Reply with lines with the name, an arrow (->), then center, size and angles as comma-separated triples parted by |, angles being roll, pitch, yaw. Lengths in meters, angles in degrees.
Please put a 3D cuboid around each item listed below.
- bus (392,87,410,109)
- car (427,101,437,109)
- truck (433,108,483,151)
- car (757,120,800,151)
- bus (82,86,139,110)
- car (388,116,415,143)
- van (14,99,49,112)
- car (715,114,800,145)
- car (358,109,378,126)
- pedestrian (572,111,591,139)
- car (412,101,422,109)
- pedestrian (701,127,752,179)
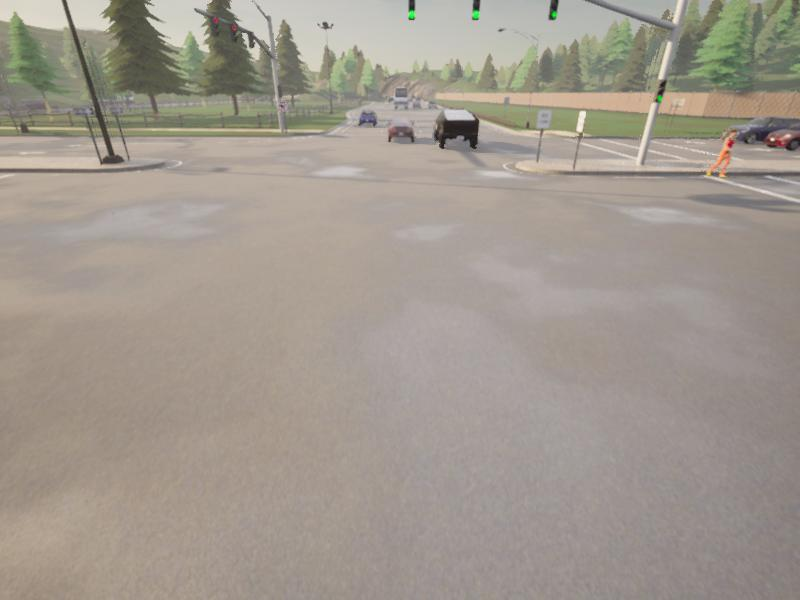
bus -> 0.172, -45.968, 90.975 | 3.944, 4.253, 10.273 | 0, 27, 0
car -> 7.290, -44.324, 90.802 | 1.851, 1.617, 3.988 | 0, 27, 0
truck -> 3.584, -11.302, 26.210 | 2.390, 2.098, 6.274 | 0, 27, 0
car -> 24.890, -10.076, 24.475 | 3.988, 1.617, 1.851 | 0, 27, 1
bus -> -60.695, -42.766, 84.477 | 3.944, 4.253, 10.273 | 0, 27, 0
car -> 0.081, -12.575, 29.371 | 1.812, 1.442, 4.674 | 0, 28, 0
van -> -64.420, -34.047, 70.048 | 1.775, 1.987, 4.442 | 0, 27, 0
car -> 25.056, -11.762, 27.538 | 4.553, 1.767, 2.097 | 0, 27, 1
car -> -3.368, -19.595, 42.917 | 1.816, 1.474, 4.193 | 0, 27, 0
pedestrian -> 13.446, -12.981, 29.716 | 0.751, 1.860, 0.751 | 0, 27, 0
car -> 3.790, -44.481, 91.222 | 2.033, 1.411, 5.357 | 0, 27, 0
pedestrian -> 12.881, -5.811, 15.829 | 0.751, 1.860, 0.751 | -6, 28, -11
